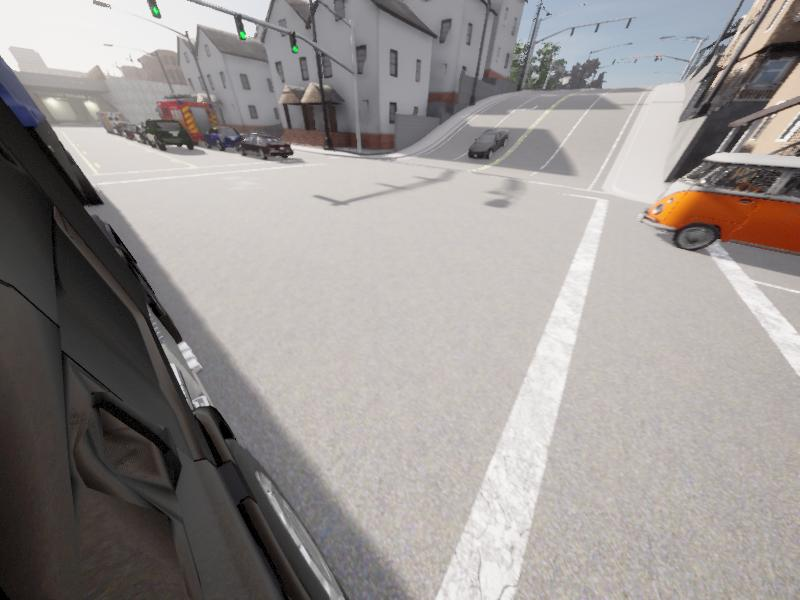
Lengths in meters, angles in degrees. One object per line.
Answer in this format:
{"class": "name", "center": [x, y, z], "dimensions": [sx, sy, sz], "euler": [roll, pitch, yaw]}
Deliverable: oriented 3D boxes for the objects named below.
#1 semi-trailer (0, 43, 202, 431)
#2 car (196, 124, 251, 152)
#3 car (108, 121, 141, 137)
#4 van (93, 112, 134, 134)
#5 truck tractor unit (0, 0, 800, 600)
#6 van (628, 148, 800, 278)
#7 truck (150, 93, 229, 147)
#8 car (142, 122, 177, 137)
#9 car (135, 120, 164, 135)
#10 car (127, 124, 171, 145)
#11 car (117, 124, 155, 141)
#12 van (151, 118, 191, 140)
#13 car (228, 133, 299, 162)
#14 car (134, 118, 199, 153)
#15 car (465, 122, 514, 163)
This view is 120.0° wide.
{"class": "semi-trailer", "center": [-8.707, -3.583, 4.240], "dimensions": [14.254, 4.402, 2.717], "euler": [28, 44, 30]}
{"class": "car", "center": [-15.687, -14.421, 20.502], "dimensions": [4.553, 1.767, 2.097], "euler": [28, 44, 30]}
{"class": "car", "center": [-35.883, -22.265, 30.073], "dimensions": [4.892, 1.490, 1.837], "euler": [28, 44, 30]}
{"class": "van", "center": [-41.785, -25.779, 33.650], "dimensions": [6.366, 2.431, 2.351], "euler": [28, 44, 30]}
{"class": "truck tractor unit", "center": [-2.645, -0.295, 0.351], "dimensions": [6.516, 4.208, 3.053], "euler": [28, 44, 30]}
{"class": "van", "center": [8.356, -1.854, 4.935], "dimensions": [4.442, 1.987, 1.775], "euler": [30, 45, 32]}
{"class": "truck", "center": [-21.733, -18.459, 23.855], "dimensions": [8.468, 3.827, 2.891], "euler": [28, 44, 30]}
{"class": "car", "center": [-33.389, -23.682, 32.094], "dimensions": [4.902, 1.511, 2.128], "euler": [28, 44, 30]}
{"class": "car", "center": [-38.133, -26.244, 35.164], "dimensions": [3.988, 1.617, 1.851], "euler": [28, 44, 30]}
{"class": "car", "center": [-25.018, -16.506, 23.005], "dimensions": [4.892, 1.490, 1.837], "euler": [28, 44, 30]}
{"class": "car", "center": [-30.094, -19.129, 26.322], "dimensions": [4.181, 1.385, 1.994], "euler": [29, 44, 31]}
{"class": "van", "center": [-28.450, -21.284, 28.733], "dimensions": [4.480, 2.038, 2.069], "euler": [28, 44, 30]}
{"class": "car", "center": [-10.062, -11.296, 16.989], "dimensions": [5.357, 1.411, 2.033], "euler": [26, 43, 28]}
{"class": "car", "center": [-19.365, -13.737, 19.169], "dimensions": [5.566, 2.045, 2.150], "euler": [28, 44, 30]}
{"class": "car", "center": [7.821, -13.821, 20.185], "dimensions": [1.882, 1.535, 5.008], "euler": [27, 59, 29]}
